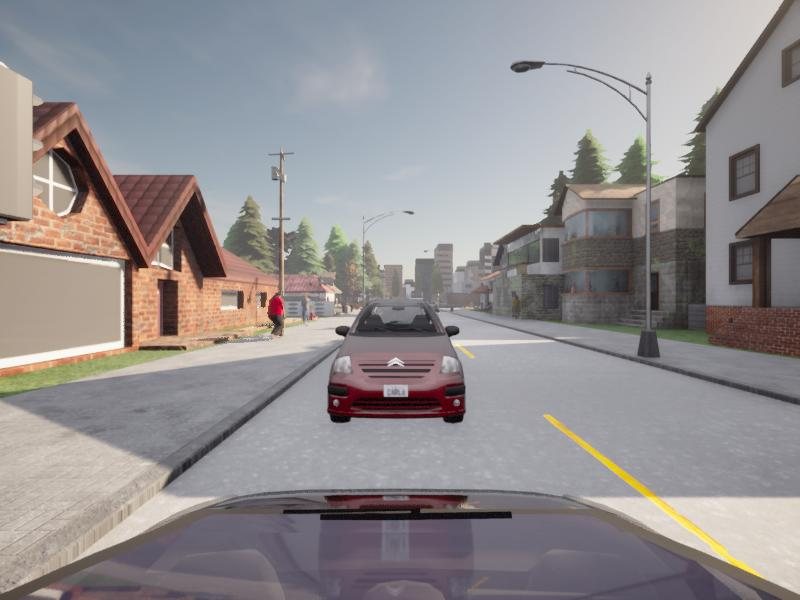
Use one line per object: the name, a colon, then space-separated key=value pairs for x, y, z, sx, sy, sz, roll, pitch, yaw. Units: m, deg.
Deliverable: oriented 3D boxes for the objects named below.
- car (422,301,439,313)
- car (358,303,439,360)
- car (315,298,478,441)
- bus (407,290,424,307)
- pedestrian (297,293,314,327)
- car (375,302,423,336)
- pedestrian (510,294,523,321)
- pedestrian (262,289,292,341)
car: x=3.985 y=0.853 z=52.569 sx=1.970 sy=1.475 sz=3.806 roll=0 pitch=0 yaw=0
car: x=-0.034 y=0.851 z=13.091 sx=2.163 sy=1.488 sz=4.792 roll=0 pitch=0 yaw=0
car: x=-0.037 y=0.788 z=6.528 sx=1.851 sy=1.617 sz=3.988 roll=0 pitch=0 yaw=0
bus: x=3.885 y=-0.319 z=102.546 sx=3.944 sy=4.253 sz=10.273 roll=0 pitch=0 yaw=0
pedestrian: x=-5.144 y=0.533 z=21.865 sx=0.751 sy=1.860 sz=0.751 roll=0 pitch=0 yaw=-1
car: x=-0.031 y=0.851 z=20.302 sx=2.163 sy=1.488 sz=4.792 roll=0 pitch=0 yaw=0
pedestrian: x=8.356 y=0.533 z=28.654 sx=0.751 sy=1.860 sz=0.751 roll=0 pitch=0 yaw=3
pedestrian: x=-4.560 y=0.533 z=14.806 sx=0.751 sy=1.860 sz=0.751 roll=0 pitch=0 yaw=28
